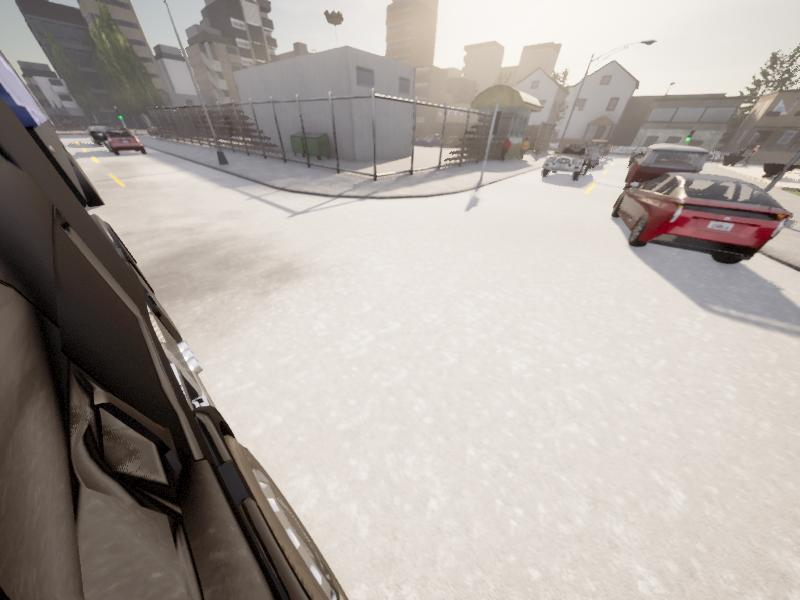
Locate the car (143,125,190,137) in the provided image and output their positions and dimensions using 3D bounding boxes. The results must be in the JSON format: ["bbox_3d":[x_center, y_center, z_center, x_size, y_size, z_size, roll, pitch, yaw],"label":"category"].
[{"bbox_3d":[-36.152,-26.179,35.870,1.812,1.442,4.674,28,43,30],"label":"car"}]

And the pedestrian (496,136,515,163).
[{"bbox_3d":[8.738,-12.470,19.143,0.751,1.860,0.751,30,45,32],"label":"pedestrian"}]

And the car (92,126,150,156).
[{"bbox_3d":[-20.825,-11.909,17.254,3.988,1.617,1.851,28,43,30],"label":"car"}]

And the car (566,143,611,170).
[{"bbox_3d":[16.524,-12.648,20.207,2.033,1.649,4.856,28,44,31],"label":"car"}]

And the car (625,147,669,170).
[{"bbox_3d":[22.881,-13.289,21.531,2.163,1.488,4.792,28,43,30],"label":"car"}]

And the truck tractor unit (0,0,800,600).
[{"bbox_3d":[-2.645,-0.295,0.352,6.516,4.208,3.053,28,44,30],"label":"truck tractor unit"}]

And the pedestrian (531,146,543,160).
[{"bbox_3d":[13.548,-14.547,22.843,0.500,1.100,0.500,-29,47,-35],"label":"pedestrian"}]

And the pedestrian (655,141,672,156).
[{"bbox_3d":[38.811,-22.319,34.044,0.751,1.860,0.751,20,40,22],"label":"pedestrian"}]

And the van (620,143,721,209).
[{"bbox_3d":[11.450,-5.650,10.178,1.775,1.987,4.442,27,43,30],"label":"van"}]

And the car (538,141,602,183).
[{"bbox_3d":[10.577,-8.660,14.297,1.932,1.855,4.605,29,43,31],"label":"car"}]

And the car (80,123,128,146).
[{"bbox_3d":[-29.322,-16.406,22.854,5.238,1.638,1.930,27,43,30],"label":"car"}]

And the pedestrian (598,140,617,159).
[{"bbox_3d":[24.484,-17.777,27.323,0.751,1.860,0.751,-19,41,-26],"label":"pedestrian"}]

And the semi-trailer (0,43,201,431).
[{"bbox_3d":[-8.704,-3.575,4.260,14.254,4.402,2.717,28,44,30],"label":"semi-trailer"}]

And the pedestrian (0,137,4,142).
[{"bbox_3d":[-35.272,-14.512,19.582,0.751,1.860,0.751,-23,44,-30],"label":"pedestrian"}]

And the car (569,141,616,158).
[{"bbox_3d":[25.982,-20.537,31.468,2.128,1.511,4.902,-1,37,-5],"label":"car"}]

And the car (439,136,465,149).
[{"bbox_3d":[7.901,-23.898,34.926,1.816,1.474,4.193,28,43,30],"label":"car"}]

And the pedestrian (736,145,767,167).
[{"bbox_3d":[36.095,-14.816,23.744,0.751,1.860,0.751,23,41,26],"label":"pedestrian"}]

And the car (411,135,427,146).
[{"bbox_3d":[2.976,-25.407,36.766,1.481,1.379,2.207,28,43,30],"label":"car"}]

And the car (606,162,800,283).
[{"bbox_3d":[7.186,-2.394,5.938,2.007,1.525,4.514,21,40,23],"label":"car"}]

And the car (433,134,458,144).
[{"bbox_3d":[9.573,-34.226,49.119,4.892,1.490,1.837,27,43,30],"label":"car"}]

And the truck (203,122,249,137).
[{"bbox_3d":[-32.855,-32.414,43.920,2.390,2.098,6.274,27,43,30],"label":"truck"}]

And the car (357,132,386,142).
[{"bbox_3d":[-5.291,-30.799,43.656,2.033,1.415,5.357,28,43,30],"label":"car"}]

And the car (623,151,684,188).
[{"bbox_3d":[15.328,-8.123,14.155,1.816,1.474,4.193,28,43,30],"label":"car"}]

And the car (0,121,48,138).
[{"bbox_3d":[-44.489,-19.492,26.365,4.193,1.474,1.816,-16,40,-23],"label":"car"}]

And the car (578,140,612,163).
[{"bbox_3d":[20.728,-15.819,24.493,1.905,1.878,3.866,27,43,29],"label":"car"}]

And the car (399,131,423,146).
[{"bbox_3d":[1.883,-26.823,38.270,1.905,1.878,3.866,28,43,30],"label":"car"}]

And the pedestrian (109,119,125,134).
[{"bbox_3d":[-44.354,-27.178,36.221,0.751,1.860,0.751,-16,40,-23],"label":"pedestrian"}]

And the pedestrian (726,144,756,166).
[{"bbox_3d":[36.046,-15.328,24.433,0.751,1.860,0.751,22,41,25],"label":"pedestrian"}]

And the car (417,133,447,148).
[{"bbox_3d":[5.002,-24.903,36.017,2.242,1.667,4.611,28,43,30],"label":"car"}]

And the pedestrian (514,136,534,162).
[{"bbox_3d":[11.058,-13.461,20.605,0.751,1.860,0.751,-23,43,-30],"label":"pedestrian"}]
